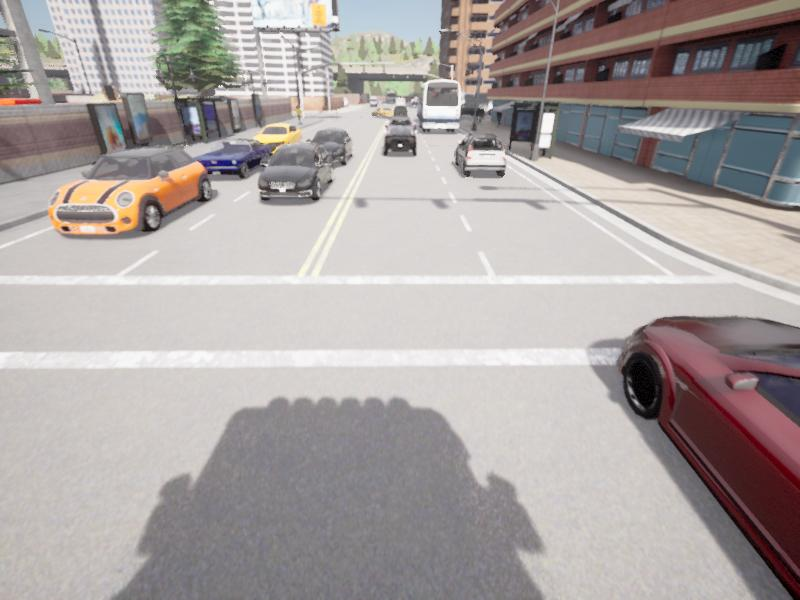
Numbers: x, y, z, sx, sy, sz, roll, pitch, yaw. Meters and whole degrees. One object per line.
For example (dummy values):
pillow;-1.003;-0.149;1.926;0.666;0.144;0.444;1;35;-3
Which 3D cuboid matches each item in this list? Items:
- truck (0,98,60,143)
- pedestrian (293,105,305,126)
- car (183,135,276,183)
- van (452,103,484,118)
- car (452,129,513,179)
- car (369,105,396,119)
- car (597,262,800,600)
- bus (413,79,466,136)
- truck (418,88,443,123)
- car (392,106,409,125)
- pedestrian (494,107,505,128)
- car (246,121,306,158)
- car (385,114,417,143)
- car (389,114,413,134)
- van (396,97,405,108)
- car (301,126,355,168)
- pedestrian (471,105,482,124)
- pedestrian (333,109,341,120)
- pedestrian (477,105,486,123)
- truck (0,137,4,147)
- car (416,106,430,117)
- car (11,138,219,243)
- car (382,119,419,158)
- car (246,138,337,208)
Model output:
truck;-25.752;-11.487;25.478;5.204;2.467;2.615;0;27;0
pedestrian;-10.164;-18.578;40.245;0.751;1.860;0.751;2;27;3
car;-6.974;-6.109;17.024;1.895;1.301;4.718;1;27;0
van;10.470;-29.366;61.937;4.442;1.987;1.775;1;27;0
car;3.532;-6.640;17.936;1.851;1.617;3.988;1;27;0
car;-2.649;-27.774;59.006;1.801;1.575;5.366;-13;30;-25
car;3.506;1.158;2.920;1.994;1.385;4.181;0;27;0
bus;3.448;-18.635;38.418;3.944;4.253;10.273;1;28;0
truck;4.021;-25.369;52.004;2.891;3.827;8.468;3;27;5
car;0.066;-21.406;46.311;1.905;1.878;3.866;1;26;0
pedestrian;9.918;-18.253;40.027;0.751;1.860;0.751;0;27;0
car;-6.964;-9.382;23.135;1.882;1.535;5.008;0;27;0
car;0.044;-13.002;30.187;2.242;1.667;4.611;0;27;0
car;0.055;-16.411;37.132;2.033;1.411;5.357;0;27;0
van;0.141;-50.429;102.262;2.351;2.431;6.366;1;27;0
car;-3.469;-7.855;20.281;1.837;1.490;4.892;1;27;0
pedestrian;8.790;-21.383;46.101;0.751;1.860;0.751;-10;29;-20
pedestrian;-8.301;-24.394;52.561;0.751;1.300;0.751;11;29;19
pedestrian;9.493;-21.550;46.440;0.751;1.860;0.751;1;27;0
truck;-25.751;-9.519;21.642;5.204;2.467;2.615;0;27;0
car;3.585;-29.740;63.116;1.812;1.442;4.674;1;27;0
car;-6.980;-3.133;10.681;2.097;1.767;4.553;1;27;0
car;0.026;-9.684;23.756;1.930;1.638;5.238;1;27;0
car;-3.475;-4.563;13.867;1.837;1.490;4.892;0;27;0
